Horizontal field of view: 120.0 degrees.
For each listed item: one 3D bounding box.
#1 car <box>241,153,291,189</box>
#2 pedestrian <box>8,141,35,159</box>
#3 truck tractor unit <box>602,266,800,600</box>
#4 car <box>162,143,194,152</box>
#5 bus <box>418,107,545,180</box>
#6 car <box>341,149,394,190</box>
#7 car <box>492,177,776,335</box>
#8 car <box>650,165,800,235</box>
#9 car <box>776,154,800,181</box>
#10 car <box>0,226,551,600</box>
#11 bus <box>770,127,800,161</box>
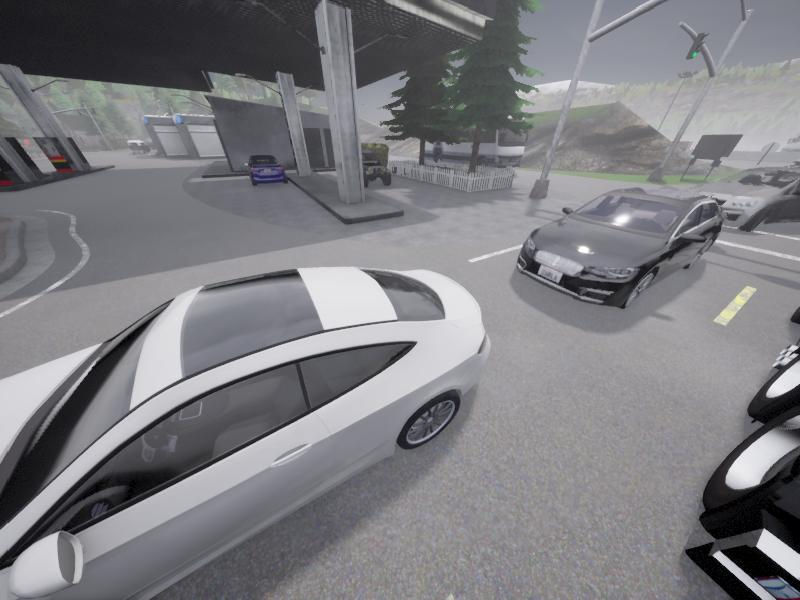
[{"bbox_3d":[-9.248,-8.986,15.820,2.242,1.667,4.611,-18,39,-25],"label":"car"},{"bbox_3d":[-47.492,-18.768,28.987,0.751,1.860,0.751,-18,39,-24],"label":"pedestrian"},{"bbox_3d":[5.112,-0.300,0.778,6.516,4.208,3.053,-18,39,-24],"label":"truck tractor unit"},{"bbox_3d":[-47.977,-33.034,50.128,4.514,1.525,2.007,-19,39,-25],"label":"car"},{"bbox_3d":[6.233,-13.980,20.727,3.944,4.253,10.273,-18,39,-24],"label":"bus"},{"bbox_3d":[-2.173,-8.580,14.997,1.905,1.878,3.866,-18,39,-25],"label":"car"},{"bbox_3d":[4.568,-1.333,4.622,4.902,1.511,2.128,-18,39,-24],"label":"car"},{"bbox_3d":[11.907,-3.447,7.685,4.611,1.667,2.242,-5,34,-9],"label":"car"},{"bbox_3d":[30.433,-9.772,16.911,4.974,1.542,2.038,-18,39,-24],"label":"car"},{"bbox_3d":[-1.279,0.678,1.915,4.674,1.442,1.812,-18,38,-25],"label":"car"},{"bbox_3d":[64.136,-22.475,33.352,3.944,4.253,10.273,-18,39,-24],"label":"bus"}]
